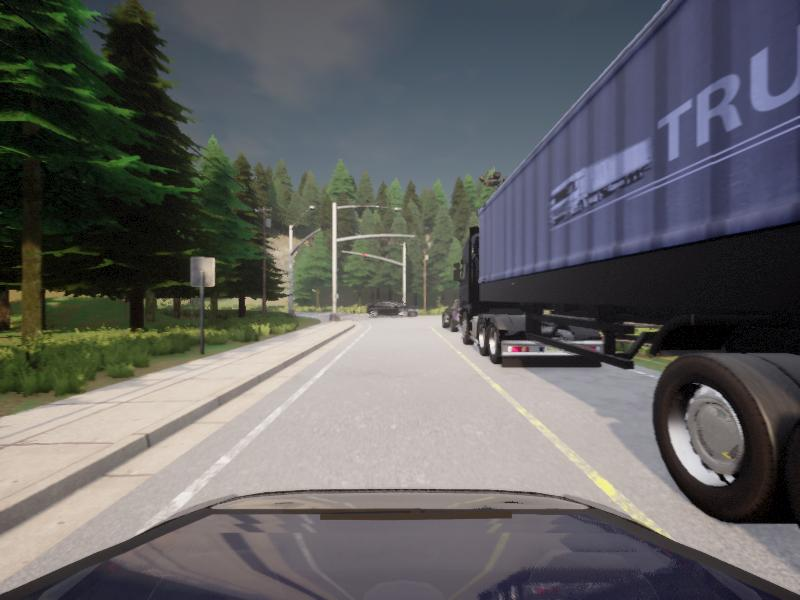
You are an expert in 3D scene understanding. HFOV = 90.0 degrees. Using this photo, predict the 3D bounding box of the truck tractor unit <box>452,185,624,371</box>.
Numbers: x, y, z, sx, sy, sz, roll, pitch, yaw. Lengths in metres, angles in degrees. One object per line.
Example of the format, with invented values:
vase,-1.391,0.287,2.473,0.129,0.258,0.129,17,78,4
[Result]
truck tractor unit,3.531,-0.511,12.295,3.053,4.208,6.516,0,0,0

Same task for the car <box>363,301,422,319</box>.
car,-0.704,0.862,36.279,4.902,1.511,2.128,0,0,22

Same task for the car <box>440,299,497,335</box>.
car,3.436,0.784,21.057,2.033,1.649,4.856,0,0,-2

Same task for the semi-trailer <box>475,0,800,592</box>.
semi-trailer,3.525,-0.616,4.383,2.717,4.402,14.254,0,0,0
